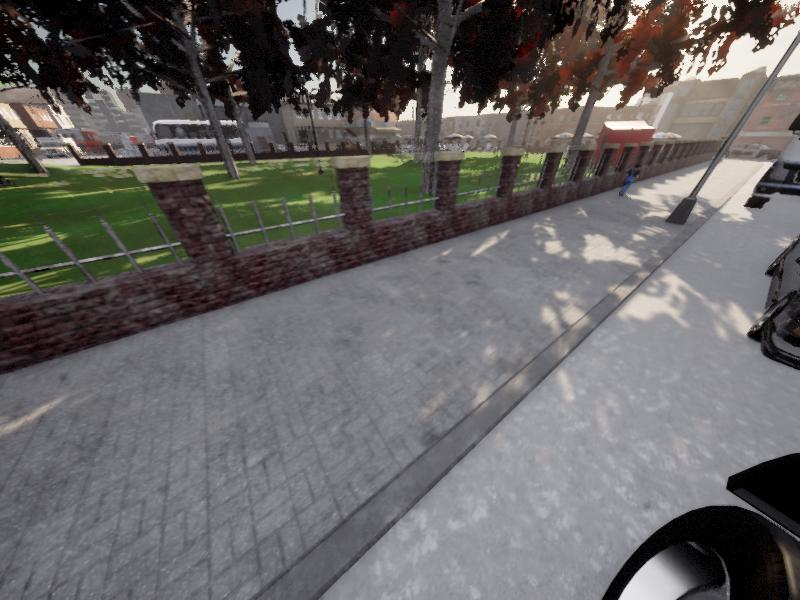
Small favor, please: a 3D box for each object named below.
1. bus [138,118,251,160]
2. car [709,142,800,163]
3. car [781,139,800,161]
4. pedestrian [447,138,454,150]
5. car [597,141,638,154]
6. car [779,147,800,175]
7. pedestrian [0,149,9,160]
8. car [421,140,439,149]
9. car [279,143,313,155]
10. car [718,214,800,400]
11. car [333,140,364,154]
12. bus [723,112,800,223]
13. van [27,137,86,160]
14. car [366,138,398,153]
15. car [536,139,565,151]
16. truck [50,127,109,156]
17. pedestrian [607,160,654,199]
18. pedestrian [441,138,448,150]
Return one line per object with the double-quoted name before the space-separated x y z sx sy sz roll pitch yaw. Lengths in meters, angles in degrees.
"bus" -27.438 -22.147 31.841 10.273 4.253 3.944 -23 41 -28
"car" 37.835 -15.935 24.763 1.930 1.638 5.238 -9 36 -13
"car" 41.953 -14.755 22.838 1.905 1.878 3.866 8 36 10
"pedestrian" 9.780 -30.195 44.780 0.751 1.860 0.751 -22 40 -27
"car" 34.172 -24.117 36.417 1.851 1.617 3.988 -23 41 -28
"car" 28.789 -9.848 15.987 3.866 1.878 1.905 -23 41 -28
"pedestrian" -50.687 -18.622 28.874 0.751 1.860 0.751 -12 37 -16
"car" 7.775 -41.128 60.977 2.097 1.767 4.553 -23 41 -28
"car" -17.296 -25.322 38.694 4.674 1.442 1.812 -23 41 -28
"car" 6.622 -0.217 2.950 5.357 1.411 2.033 -22 41 -28
"car" -8.753 -26.213 39.510 4.605 1.855 1.932 -23 41 -29
"bus" 16.927 -5.713 8.179 10.273 4.253 3.944 -22 41 -28
"van" -48.209 -21.496 32.671 2.351 2.431 6.366 -22 41 -28
"car" -3.192 -28.473 42.521 5.566 2.045 2.150 -24 42 -30
"car" 28.078 -29.070 43.244 1.905 1.878 3.866 -22 41 -28
"truck" -55.356 -27.716 40.338 2.891 3.827 8.468 -22 41 -28
"pedestrian" 9.497 -4.998 9.562 0.751 1.300 0.751 -23 41 -29
"pedestrian" 8.628 -30.016 44.536 0.751 1.860 0.751 -21 40 -26
